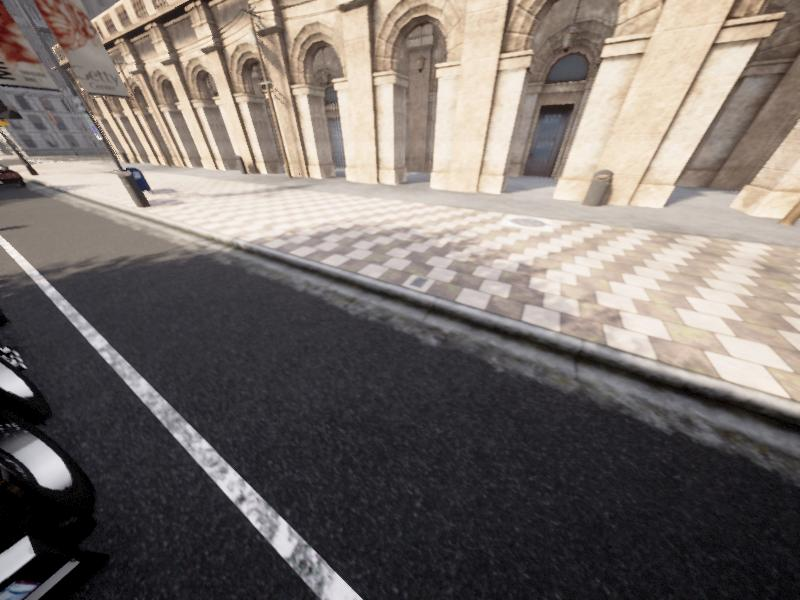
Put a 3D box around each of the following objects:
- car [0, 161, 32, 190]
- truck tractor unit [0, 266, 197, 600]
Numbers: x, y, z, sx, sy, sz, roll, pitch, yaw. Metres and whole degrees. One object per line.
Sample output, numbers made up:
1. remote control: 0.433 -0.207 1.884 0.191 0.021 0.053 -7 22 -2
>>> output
1. car: -25.270 -7.689 14.199 4.718 1.301 1.895 18 39 24
2. truck tractor unit: -5.118 -0.291 0.781 6.516 4.208 3.053 18 39 24
